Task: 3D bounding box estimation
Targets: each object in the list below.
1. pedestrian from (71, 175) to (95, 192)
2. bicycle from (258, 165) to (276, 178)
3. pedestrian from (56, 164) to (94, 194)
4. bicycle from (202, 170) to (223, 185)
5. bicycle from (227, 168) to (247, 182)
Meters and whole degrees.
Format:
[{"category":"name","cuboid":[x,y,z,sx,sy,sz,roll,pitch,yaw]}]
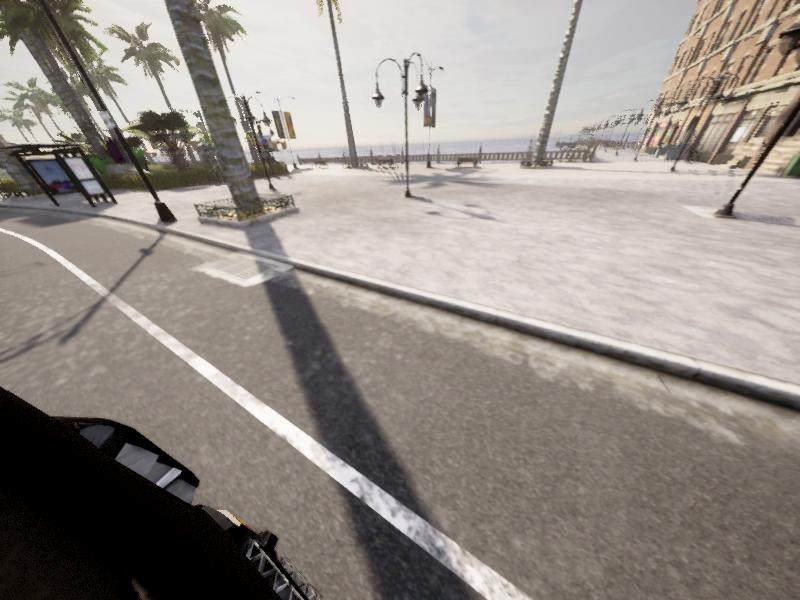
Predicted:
[{"category":"pedestrian","cuboid":[-24.656,-9.046,17.985,0.500,1.100,0.500,-10,34,-10]},{"category":"bicycle","cuboid":[-12.962,-12.579,22.570,1.643,1.024,0.373,16,38,25]},{"category":"pedestrian","cuboid":[-23.971,-8.939,17.089,0.751,1.860,0.751,17,39,27]},{"category":"bicycle","cuboid":[-15.423,-10.065,18.976,1.643,1.024,0.373,16,38,25]},{"category":"bicycle","cuboid":[-14.438,-11.071,20.414,1.643,1.024,0.373,16,38,25]}]
